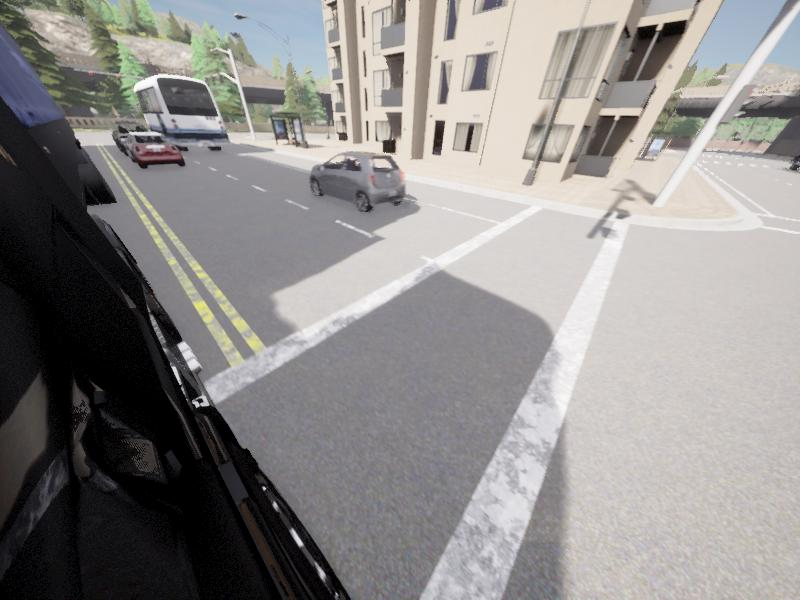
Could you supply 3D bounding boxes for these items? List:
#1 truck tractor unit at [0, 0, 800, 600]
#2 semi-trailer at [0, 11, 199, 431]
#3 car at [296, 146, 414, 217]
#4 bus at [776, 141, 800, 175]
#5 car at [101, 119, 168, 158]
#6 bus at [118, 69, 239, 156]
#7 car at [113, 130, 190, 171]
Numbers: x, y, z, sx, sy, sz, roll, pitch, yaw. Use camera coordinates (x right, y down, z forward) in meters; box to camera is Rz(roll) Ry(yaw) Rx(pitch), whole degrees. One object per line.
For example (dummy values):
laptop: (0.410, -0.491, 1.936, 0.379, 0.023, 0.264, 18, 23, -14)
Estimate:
truck tractor unit: (-2.645, -0.295, 0.351, 6.516, 4.208, 3.053, 28, 44, 30)
semi-trailer: (-8.551, -3.701, 4.367, 14.254, 4.402, 2.717, 30, 45, 31)
car: (-1.577, -4.211, 7.892, 3.633, 1.501, 1.845, 29, 44, 31)
bus: (41.608, -13.986, 21.384, 3.944, 4.253, 10.273, 31, 45, 32)
car: (-17.805, -10.878, 15.484, 4.605, 1.855, 1.932, 30, 45, 32)
bus: (-17.716, -14.552, 18.412, 10.273, 4.253, 3.944, 30, 45, 32)
car: (-13.385, -8.142, 12.445, 3.806, 1.475, 1.970, 30, 45, 32)
